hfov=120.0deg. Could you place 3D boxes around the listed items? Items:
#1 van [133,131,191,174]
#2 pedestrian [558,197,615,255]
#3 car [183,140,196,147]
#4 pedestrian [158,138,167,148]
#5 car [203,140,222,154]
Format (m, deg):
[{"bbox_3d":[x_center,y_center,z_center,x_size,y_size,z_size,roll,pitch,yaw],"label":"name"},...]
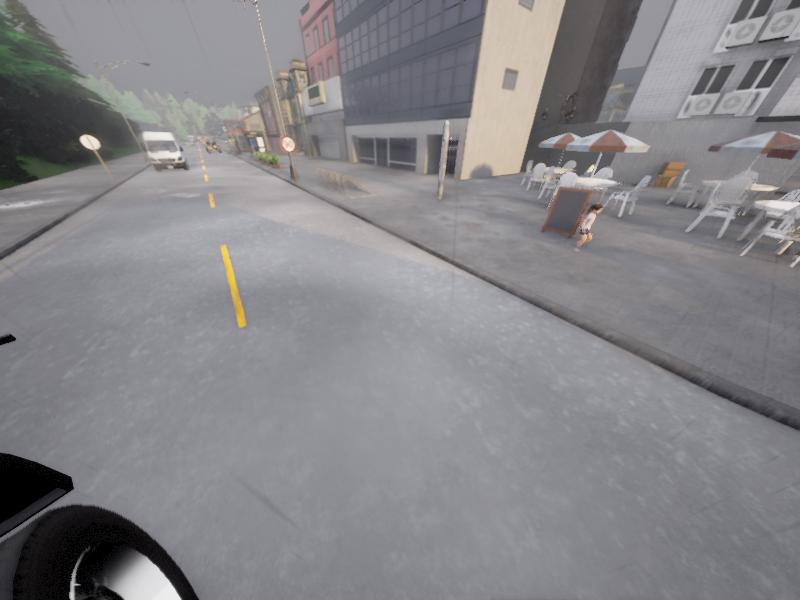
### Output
[{"bbox_3d":[-18.872,-11.996,18.698,1.988,2.561,5.915,-22,41,-29],"label":"van"},{"bbox_3d":[4.191,-1.677,5.237,0.500,1.100,0.500,-23,41,-29],"label":"pedestrian"},{"bbox_3d":[-62.863,-46.794,69.071,2.152,1.651,5.027,-22,41,-29],"label":"car"},{"bbox_3d":[-54.274,-35.852,52.814,0.751,1.860,0.751,-25,42,-31],"label":"pedestrian"},{"bbox_3d":[-33.070,-27.041,40.668,1.932,1.855,4.605,-22,41,-29],"label":"car"}]
